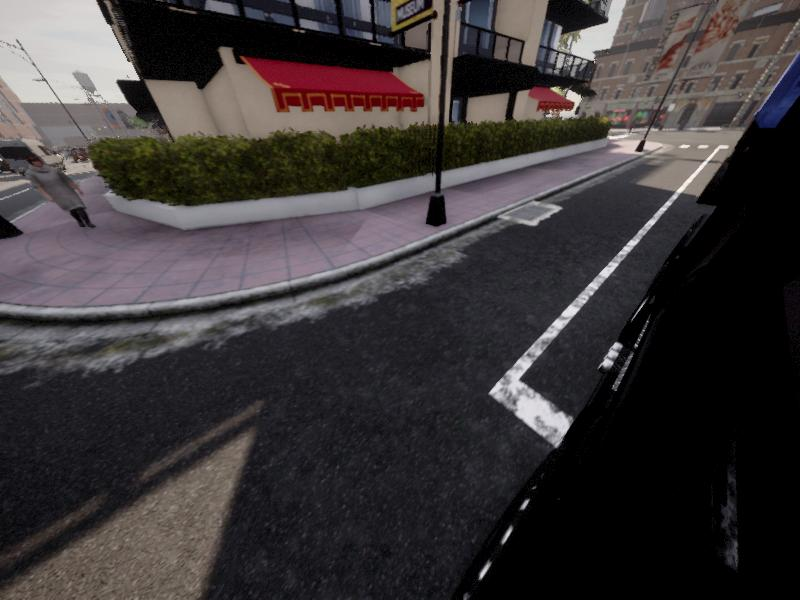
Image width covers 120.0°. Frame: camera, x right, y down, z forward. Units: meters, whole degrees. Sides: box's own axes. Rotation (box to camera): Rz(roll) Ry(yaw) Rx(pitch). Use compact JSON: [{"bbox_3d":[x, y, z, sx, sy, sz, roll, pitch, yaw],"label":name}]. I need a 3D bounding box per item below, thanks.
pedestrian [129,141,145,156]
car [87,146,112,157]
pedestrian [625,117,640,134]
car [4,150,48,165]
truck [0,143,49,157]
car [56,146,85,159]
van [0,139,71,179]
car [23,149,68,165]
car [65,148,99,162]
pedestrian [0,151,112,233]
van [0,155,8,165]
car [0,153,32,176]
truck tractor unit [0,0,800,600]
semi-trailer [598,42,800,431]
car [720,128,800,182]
[{"bbox_3d":[-39.839,-23.000,34.986,0.751,1.860,0.751,29,47,35],"label":"pedestrian"},{"bbox_3d":[-54.550,-27.040,42.000,1.970,1.475,3.806,-29,44,-30],"label":"car"},{"bbox_3d":[32.754,-24.564,32.575,0.751,1.860,0.751,-31,45,-32],"label":"pedestrian"},{"bbox_3d":[-55.933,-21.512,34.700,2.128,1.511,4.902,-29,44,-30],"label":"car"},{"bbox_3d":[-89.138,-35.766,54.960,5.204,2.467,2.627,-28,44,-30],"label":"truck"},{"bbox_3d":[-57.264,-25.681,40.258,1.851,1.617,3.988,-29,44,-30],"label":"car"},{"bbox_3d":[-32.606,-12.726,20.585,1.988,2.561,5.915,-29,44,-30],"label":"van"},{"bbox_3d":[-48.330,-19.675,31.681,2.038,1.542,4.974,-29,44,-30],"label":"car"},{"bbox_3d":[-44.898,-20.579,32.712,1.816,1.474,4.193,-29,44,-30],"label":"car"},{"bbox_3d":[-9.220,-2.915,6.287,0.751,1.860,0.751,17,41,24],"label":"pedestrian"},{"bbox_3d":[-57.173,-19.543,31.216,1.988,2.561,5.915,-29,44,-30],"label":"van"},{"bbox_3d":[-38.468,-13.023,22.234,1.837,1.490,4.892,-29,44,-30],"label":"car"},{"bbox_3d":[2.645,-0.295,0.351,6.516,4.208,3.053,-28,44,-30],"label":"truck tractor unit"},{"bbox_3d":[8.684,-3.625,4.228,14.254,4.402,2.717,-28,44,-30],"label":"semi-trailer"},{"bbox_3d":[16.090,-6.410,9.966,5.357,1.411,2.033,-28,44,-30],"label":"car"}]
